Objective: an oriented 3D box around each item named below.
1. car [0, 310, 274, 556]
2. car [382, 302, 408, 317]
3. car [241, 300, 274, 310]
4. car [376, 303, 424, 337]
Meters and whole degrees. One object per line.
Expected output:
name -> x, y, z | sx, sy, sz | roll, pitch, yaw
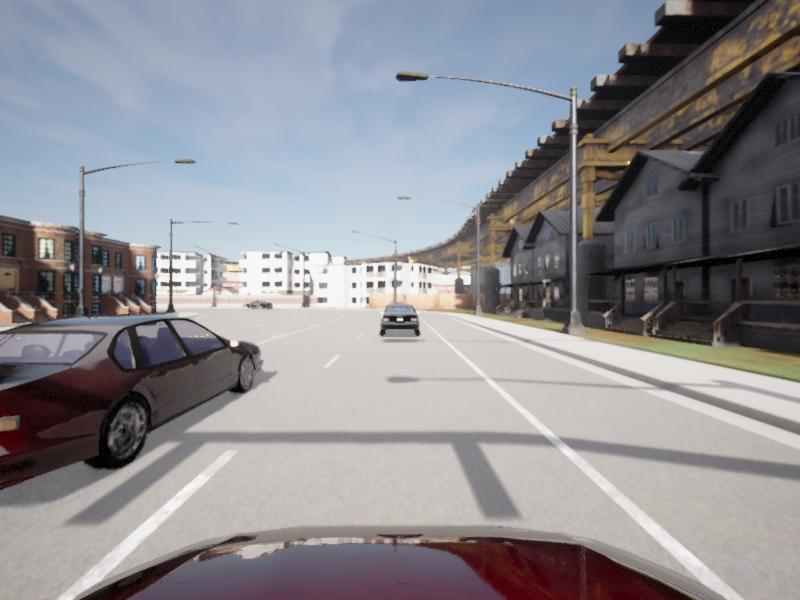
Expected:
car -> -3.499, 0.893, 5.174 | 2.033, 1.411, 5.357 | 0, 0, 0
car -> -0.559, 0.885, 39.381 | 2.033, 1.411, 5.357 | 0, 0, -7
car -> -22.634, 0.756, 63.539 | 5.238, 1.638, 1.930 | 0, 0, 26
car -> 0.002, 0.890, 19.757 | 2.033, 1.411, 5.357 | 0, 0, 0
